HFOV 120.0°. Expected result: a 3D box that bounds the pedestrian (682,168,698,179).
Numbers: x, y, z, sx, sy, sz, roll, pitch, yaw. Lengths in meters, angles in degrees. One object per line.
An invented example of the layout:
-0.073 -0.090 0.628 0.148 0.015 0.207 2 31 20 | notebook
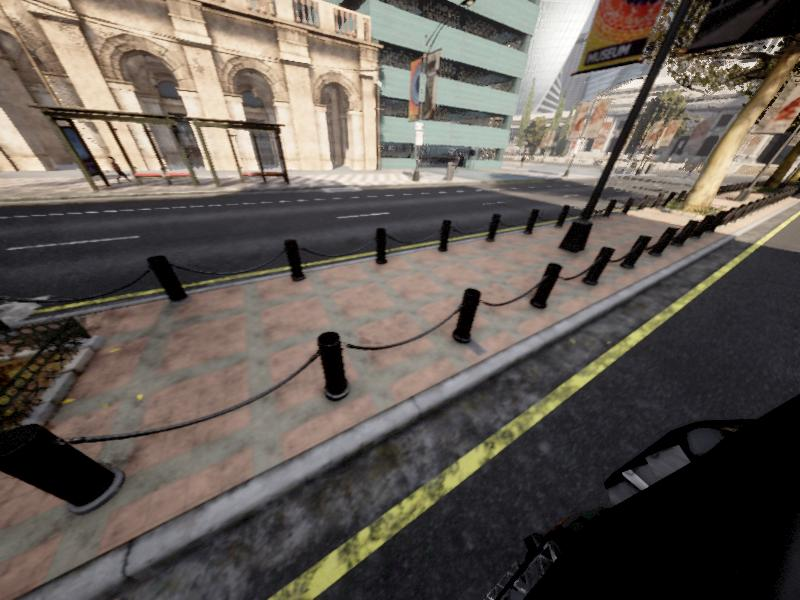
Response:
41.787 -18.261 33.320 0.751 1.300 0.751 -12 36 -21 | pedestrian

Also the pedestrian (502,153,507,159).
37.353 -51.643 82.703 0.751 1.860 0.751 -24 42 -35 | pedestrian

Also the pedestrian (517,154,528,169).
18.328 -20.652 34.487 0.751 1.860 0.751 30 42 34 | pedestrian

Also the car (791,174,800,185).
57.062 -16.194 30.792 1.932 1.855 4.605 -16 39 -26 | car

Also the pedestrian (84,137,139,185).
-13.400 -6.489 10.819 0.751 1.860 0.751 -16 38 -26 | pedestrian

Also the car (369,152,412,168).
-1.213 -17.326 28.564 4.786 1.482 2.161 -16 38 -26 | car

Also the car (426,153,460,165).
6.742 -22.272 36.537 4.902 1.511 2.128 -16 38 -26 | car

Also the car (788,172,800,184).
59.870 -17.103 32.735 2.163 1.488 4.792 -16 38 -26 | car

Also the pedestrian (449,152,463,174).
5.557 -13.620 22.947 0.751 1.860 0.751 -13 36 -22 | pedestrian

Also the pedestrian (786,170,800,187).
45.495 -13.956 26.303 0.751 1.860 0.751 -17 38 -27 | pedestrian
